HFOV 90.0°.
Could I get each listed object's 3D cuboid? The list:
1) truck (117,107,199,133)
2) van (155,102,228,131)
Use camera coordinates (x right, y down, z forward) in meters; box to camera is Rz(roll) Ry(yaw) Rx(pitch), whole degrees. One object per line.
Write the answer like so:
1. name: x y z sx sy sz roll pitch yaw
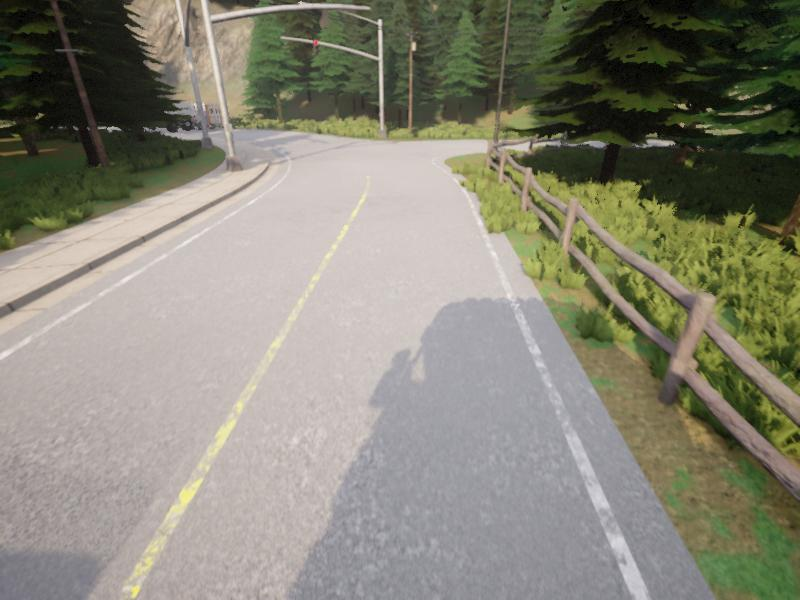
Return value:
1. truck: -22.568 -16.873 37.405 6.274 2.098 2.390 7 28 13
2. van: -20.753 -18.373 39.980 6.366 2.431 2.351 10 28 19
